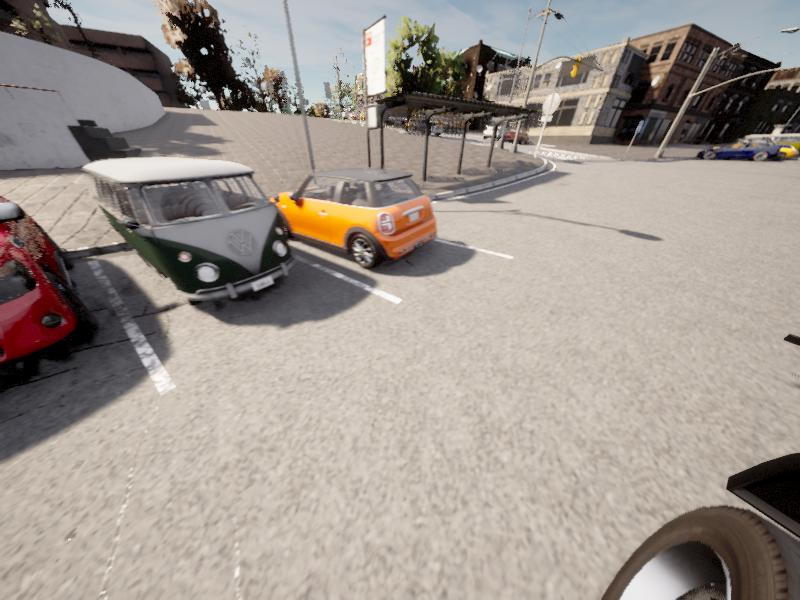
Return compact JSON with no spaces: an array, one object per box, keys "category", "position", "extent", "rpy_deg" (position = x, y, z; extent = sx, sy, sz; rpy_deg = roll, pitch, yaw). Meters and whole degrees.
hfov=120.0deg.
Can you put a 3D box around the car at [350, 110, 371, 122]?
[{"category":"car","position":[-9.230,-43.121,54.242],"extent":[2.185,1.767,4.553],"rpy_deg":[26,42,25]}]

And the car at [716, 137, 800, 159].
[{"category":"car","position":[36.457,-15.482,23.474],"extent":[4.553,1.767,2.185],"rpy_deg":[26,43,34]}]

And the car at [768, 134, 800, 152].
[{"category":"car","position":[55.367,-21.184,31.094],"extent":[5.566,2.045,2.435],"rpy_deg":[28,44,35]}]

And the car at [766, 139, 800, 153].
[{"category":"car","position":[52.626,-20.175,30.204],"extent":[4.674,1.452,2.002],"rpy_deg":[28,44,35]}]

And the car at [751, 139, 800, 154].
[{"category":"car","position":[47.213,-18.601,28.043],"extent":[4.674,1.452,2.002],"rpy_deg":[27,43,35]}]

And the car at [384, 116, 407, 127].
[{"category":"car","position":[-0.789,-34.710,44.934],"extent":[2.002,1.452,4.674],"rpy_deg":[27,43,25]}]

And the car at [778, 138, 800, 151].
[{"category":"car","position":[58.073,-21.755,32.305],"extent":[5.008,1.535,2.097],"rpy_deg":[28,44,36]}]

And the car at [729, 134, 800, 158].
[{"category":"car","position":[39.236,-16.341,24.479],"extent":[4.442,1.987,1.878],"rpy_deg":[26,43,34]}]

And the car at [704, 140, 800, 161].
[{"category":"car","position":[33.960,-14.462,22.267],"extent":[5.366,1.575,1.946],"rpy_deg":[26,42,33]}]

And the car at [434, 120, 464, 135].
[{"category":"car","position":[7.534,-26.406,35.416],"extent":[2.231,1.521,4.892],"rpy_deg":[28,43,26]}]

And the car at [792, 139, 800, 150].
[{"category":"car","position":[63.552,-23.252,34.355],"extent":[2.097,1.535,5.008],"rpy_deg":[-30,44,-35]}]

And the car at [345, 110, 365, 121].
[{"category":"car","position":[-10.897,-44.757,56.164],"extent":[2.185,1.767,4.553],"rpy_deg":[25,41,26]}]

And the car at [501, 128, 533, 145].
[{"category":"car","position":[14.185,-19.719,27.859],"extent":[2.002,1.452,4.674],"rpy_deg":[27,43,26]}]

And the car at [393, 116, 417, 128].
[{"category":"car","position":[0.891,-33.046,43.041],"extent":[2.002,1.452,4.674],"rpy_deg":[28,43,25]}]

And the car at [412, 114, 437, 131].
[{"category":"car","position":[4.167,-29.865,38.998],"extent":[1.878,1.987,4.442],"rpy_deg":[28,43,25]}]

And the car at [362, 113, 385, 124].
[{"category":"car","position":[-5.704,-39.803,50.688],"extent":[1.946,1.575,5.366],"rpy_deg":[27,43,25]}]

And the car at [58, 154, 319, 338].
[{"category":"car","position":[-3.882,-1.462,4.289],"extent":[4.442,1.987,1.878],"rpy_deg":[22,41,30]}]

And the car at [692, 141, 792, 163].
[{"category":"car","position":[31.120,-13.753,21.371],"extent":[4.792,1.488,2.163],"rpy_deg":[26,43,33]}]

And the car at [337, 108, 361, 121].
[{"category":"car","position":[-12.609,-46.358,57.962],"extent":[2.435,2.045,5.566],"rpy_deg":[23,40,28]}]

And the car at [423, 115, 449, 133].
[{"category":"car","position":[5.833,-28.196,37.098],"extent":[1.878,1.987,4.442],"rpy_deg":[28,43,25]}]

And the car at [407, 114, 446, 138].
[{"category":"car","position":[3.067,-21.082,27.970],"extent":[1.932,1.855,4.605],"rpy_deg":[-21,46,-29]}]

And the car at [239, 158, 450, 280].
[{"category":"car","position":[-1.428,-2.363,5.719],"extent":[4.553,1.767,2.185],"rpy_deg":[23,41,30]}]

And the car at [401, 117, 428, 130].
[{"category":"car","position":[2.663,-31.498,41.237],"extent":[1.946,1.575,5.366],"rpy_deg":[27,43,26]}]

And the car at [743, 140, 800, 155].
[{"category":"car","position":[44.518,-17.794,26.933],"extent":[4.674,1.452,2.002],"rpy_deg":[27,44,34]}]

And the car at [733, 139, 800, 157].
[{"category":"car","position":[41.827,-17.020,25.805],"extent":[4.892,1.521,2.231],"rpy_deg":[27,43,34]}]

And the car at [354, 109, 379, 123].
[{"category":"car","position":[-7.499,-41.554,52.274],"extent":[2.435,2.045,5.566],"rpy_deg":[27,43,25]}]

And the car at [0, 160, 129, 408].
[{"category":"car","position":[-6.463,-0.546,2.972],"extent":[5.566,2.045,2.435],"rpy_deg":[22,40,30]}]

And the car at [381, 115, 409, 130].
[{"category":"car","position":[-0.894,-28.858,37.550],"extent":[2.128,1.511,4.902],"rpy_deg":[-20,45,-28]}]

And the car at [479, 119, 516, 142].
[{"category":"car","position":[12.555,-21.623,29.592],"extent":[2.435,2.045,5.566],"rpy_deg":[28,43,26]}]
